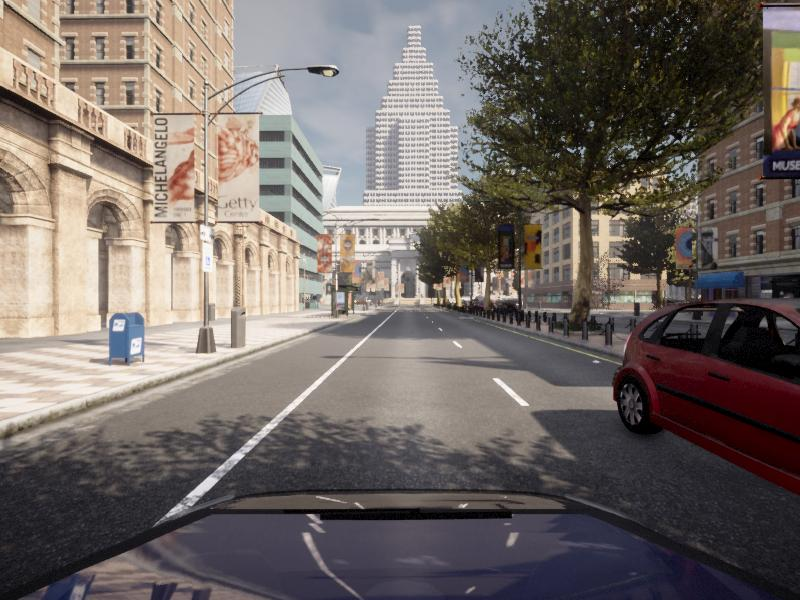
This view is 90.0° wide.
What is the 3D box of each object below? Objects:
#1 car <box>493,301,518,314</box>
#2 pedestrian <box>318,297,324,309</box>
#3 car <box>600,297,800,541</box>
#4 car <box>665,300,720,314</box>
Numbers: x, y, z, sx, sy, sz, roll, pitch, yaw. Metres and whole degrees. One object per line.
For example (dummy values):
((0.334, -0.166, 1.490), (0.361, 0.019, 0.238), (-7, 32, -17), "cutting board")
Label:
((12.450, 0.870, 47.408), (1.812, 1.442, 4.674), (0, 0, 1), "car")
((-12.554, 0.485, 63.529), (0.751, 1.860, 0.751), (0, 0, -6), "pedestrian")
((3.587, 0.788, 3.390), (1.851, 1.617, 3.988), (0, 0, 1), "car")
((34.726, 0.832, 47.555), (4.974, 1.542, 2.038), (-1, 0, -1), "car")
